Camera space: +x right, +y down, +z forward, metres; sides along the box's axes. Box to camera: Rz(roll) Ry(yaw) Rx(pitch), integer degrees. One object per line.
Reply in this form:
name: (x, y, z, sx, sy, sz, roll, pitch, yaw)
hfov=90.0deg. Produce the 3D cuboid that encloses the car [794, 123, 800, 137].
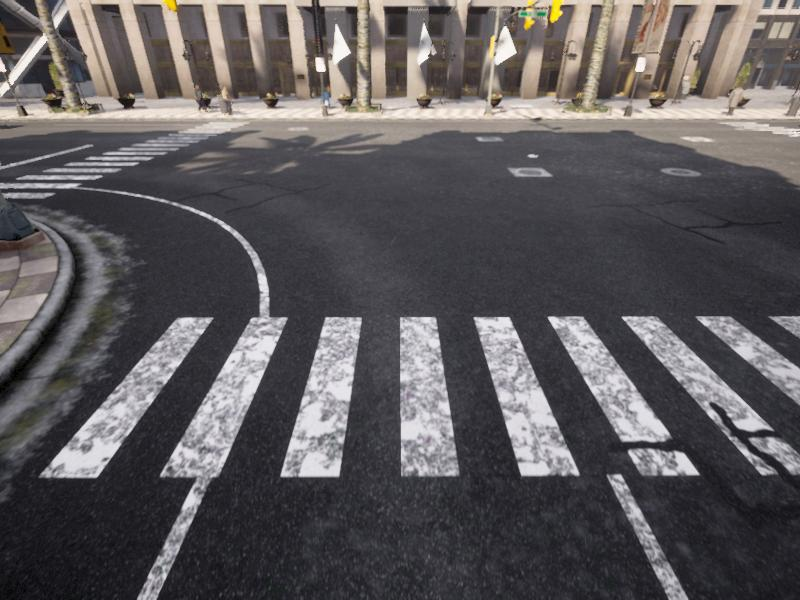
car: (22.000, -8.371, 18.818, 4.514, 1.525, 2.007, 0, 30, -1)

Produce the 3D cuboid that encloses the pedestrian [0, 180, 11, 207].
pedestrian: (-9.832, -2.971, 8.948, 0.751, 1.860, 0.751, -2, 30, -3)

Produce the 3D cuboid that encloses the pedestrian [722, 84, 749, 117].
pedestrian: (22.001, -13.123, 26.265, 0.751, 1.860, 0.751, 24, 38, 35)

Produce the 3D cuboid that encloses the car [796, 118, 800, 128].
car: (25.180, -10.037, 21.896, 4.718, 1.301, 1.895, 0, 30, 0)

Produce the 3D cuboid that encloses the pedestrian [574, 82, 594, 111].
pedestrian: (13.377, -14.812, 29.152, 0.751, 1.860, 0.751, 2, 30, 3)

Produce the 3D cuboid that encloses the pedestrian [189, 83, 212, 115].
pedestrian: (-13.576, -13.696, 27.236, 0.751, 1.860, 0.751, 16, 34, 25)

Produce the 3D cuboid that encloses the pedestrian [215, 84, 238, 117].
pedestrian: (-11.219, -12.920, 25.909, 0.751, 1.860, 0.751, 15, 34, 24)
